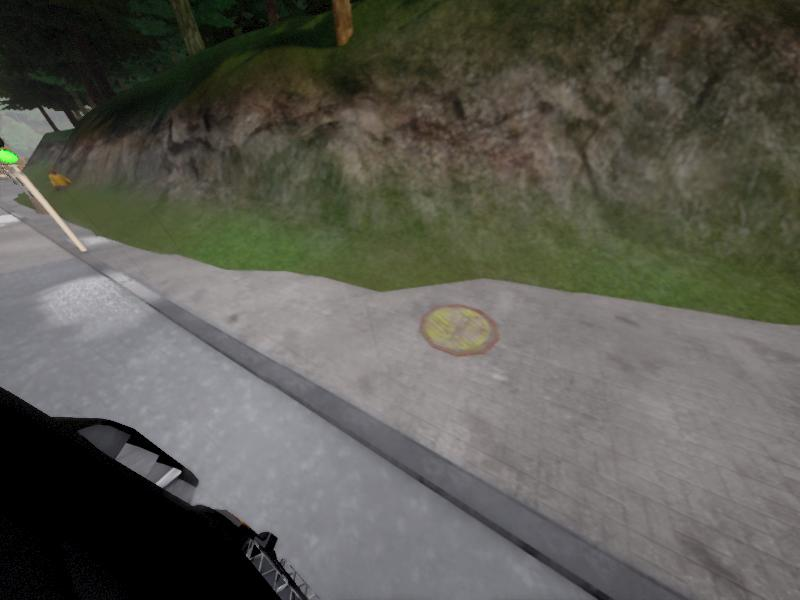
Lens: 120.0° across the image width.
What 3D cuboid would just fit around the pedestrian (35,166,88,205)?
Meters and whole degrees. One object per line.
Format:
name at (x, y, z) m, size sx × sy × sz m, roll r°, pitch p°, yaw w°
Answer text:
pedestrian at (-19.000, -6.430, 13.021) m, size 0.751 × 1.860 × 0.751 m, roll 14°, pitch 37°, yaw 23°

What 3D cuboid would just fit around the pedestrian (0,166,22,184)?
pedestrian at (-49.306, -15.780, 29.203) m, size 0.751 × 1.860 × 0.751 m, roll 15°, pitch 38°, yaw 25°
